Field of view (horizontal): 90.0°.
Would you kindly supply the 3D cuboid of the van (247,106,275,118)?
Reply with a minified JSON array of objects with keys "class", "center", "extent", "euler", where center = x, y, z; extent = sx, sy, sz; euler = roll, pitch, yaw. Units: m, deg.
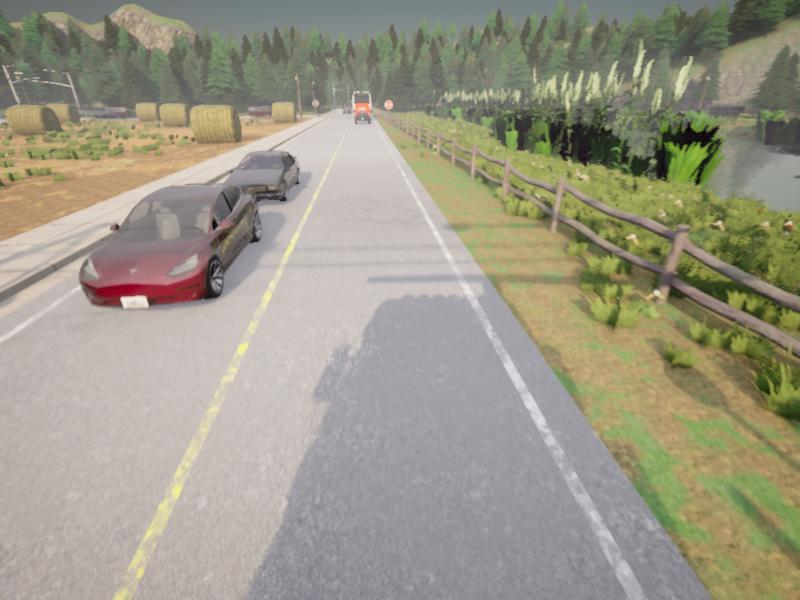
[{"class":"van","center":[-25.994,-35.224,75.056],"extent":[4.442,1.987,1.775],"euler":[-4,27,-7]}]

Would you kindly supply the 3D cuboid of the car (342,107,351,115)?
[{"class":"car","center":[-12.044,-42.898,90.535],"extent":[1.789,1.549,3.705],"euler":[-2,27,-4]}]

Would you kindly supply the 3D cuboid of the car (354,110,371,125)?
[{"class":"car","center":[-5.211,-25.411,55.595],"extent":[2.152,1.651,5.027],"euler":[-2,27,-4]}]

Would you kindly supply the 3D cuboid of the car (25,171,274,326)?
[{"class":"car","center":[-4.185,-1.394,7.954],"extent":[2.163,1.488,4.792],"euler":[-2,27,-4]}]

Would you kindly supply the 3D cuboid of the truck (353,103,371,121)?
[{"class":"truck","center":[-5.946,-29.670,63.131],"extent":[2.627,2.467,5.204],"euler":[-2,27,-4]}]

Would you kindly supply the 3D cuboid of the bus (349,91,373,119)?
[{"class":"bus","center":[-7.128,-36.034,73.819],"extent":[3.944,4.253,10.273],"euler":[-2,27,-4]}]

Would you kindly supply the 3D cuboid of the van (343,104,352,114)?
[{"class":"van","center":[-12.645,-46.224,96.694],"extent":[1.775,1.987,4.442],"euler":[-2,27,-4]}]

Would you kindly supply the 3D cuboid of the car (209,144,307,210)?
[{"class":"car","center":[-4.810,-4.650,14.538],"extent":[2.033,1.411,5.357],"euler":[-2,27,-4]}]

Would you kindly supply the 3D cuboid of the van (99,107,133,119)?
[{"class":"van","center":[-53.163,-35.032,75.023],"extent":[4.442,1.987,1.775],"euler":[-4,27,-7]}]

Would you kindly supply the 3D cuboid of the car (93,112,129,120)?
[{"class":"car","center":[-52.116,-33.210,72.144],"extent":[4.718,1.301,1.895],"euler":[-4,27,-7]}]
